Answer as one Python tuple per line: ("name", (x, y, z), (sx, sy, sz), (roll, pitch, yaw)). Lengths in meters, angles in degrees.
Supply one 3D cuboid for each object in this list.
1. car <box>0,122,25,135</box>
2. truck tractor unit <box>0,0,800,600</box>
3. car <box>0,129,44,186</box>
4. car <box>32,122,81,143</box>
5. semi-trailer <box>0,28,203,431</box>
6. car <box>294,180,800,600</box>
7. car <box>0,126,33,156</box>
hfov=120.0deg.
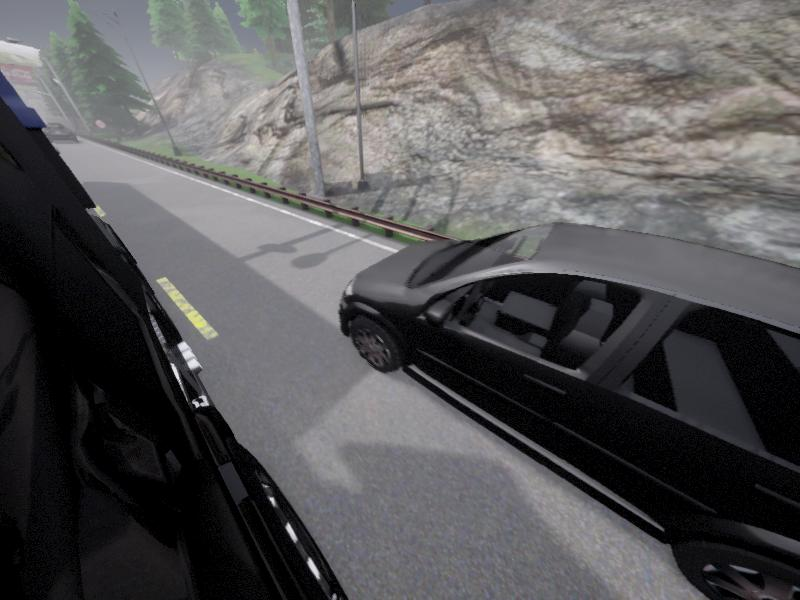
("car", (-56.527, -23.655, 31.753), (4.892, 1.490, 1.837), (-8, 36, -14))
("truck tractor unit", (-2.645, -0.295, 0.352), (6.516, 4.208, 3.053), (28, 44, 30))
("car", (-16.898, -5.873, 9.343), (4.856, 1.649, 2.033), (25, 42, 28))
("car", (-37.354, -18.249, 25.126), (4.611, 1.667, 2.242), (26, 42, 28))
("semi-trailer", (-8.798, -3.500, 4.180), (14.254, 4.402, 2.717), (27, 42, 29))
("car", (1.240, 0.208, 2.054), (3.988, 1.617, 1.851), (25, 43, 29))
("car", (-27.885, -11.069, 15.951), (4.902, 1.511, 2.128), (25, 42, 28))
